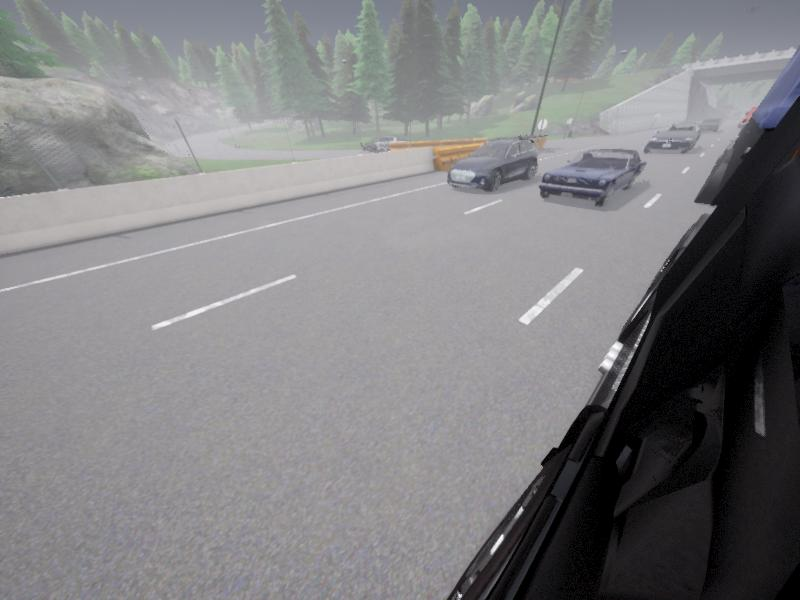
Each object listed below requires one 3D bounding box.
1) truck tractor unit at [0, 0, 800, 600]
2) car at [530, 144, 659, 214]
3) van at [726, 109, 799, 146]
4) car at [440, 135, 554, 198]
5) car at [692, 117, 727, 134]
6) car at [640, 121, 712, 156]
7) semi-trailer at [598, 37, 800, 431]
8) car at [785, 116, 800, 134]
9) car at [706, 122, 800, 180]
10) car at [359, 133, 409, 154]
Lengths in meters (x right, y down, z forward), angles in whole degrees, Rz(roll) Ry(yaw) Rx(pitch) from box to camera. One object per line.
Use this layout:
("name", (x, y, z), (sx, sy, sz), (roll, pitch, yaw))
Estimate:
("truck tractor unit", (2.645, -0.295, 0.351), (6.516, 4.208, 3.053), (-28, 44, -30))
("car", (6.720, -4.356, 7.924), (4.718, 1.301, 1.895), (-29, 44, -30))
("van", (27.327, -13.115, 17.571), (4.480, 2.038, 2.069), (-28, 44, -30))
("car", (4.134, -5.847, 9.805), (4.856, 1.649, 2.033), (-29, 44, -30))
("car", (38.552, -21.765, 28.772), (4.892, 1.490, 1.837), (-28, 44, -30))
("car", (18.999, -11.174, 15.894), (5.027, 1.651, 2.152), (-29, 44, -30))
("semi-trailer", (8.661, -3.642, 4.247), (14.254, 4.402, 2.717), (-29, 44, -30))
("car", (41.915, -18.021, 23.670), (4.181, 1.385, 1.994), (-29, 44, -30))
("car", (15.656, -6.593, 10.036), (4.856, 1.649, 2.033), (-28, 44, -30))
("car", (-1.672, -16.994, 25.097), (4.974, 1.542, 2.038), (2, 37, 8))
